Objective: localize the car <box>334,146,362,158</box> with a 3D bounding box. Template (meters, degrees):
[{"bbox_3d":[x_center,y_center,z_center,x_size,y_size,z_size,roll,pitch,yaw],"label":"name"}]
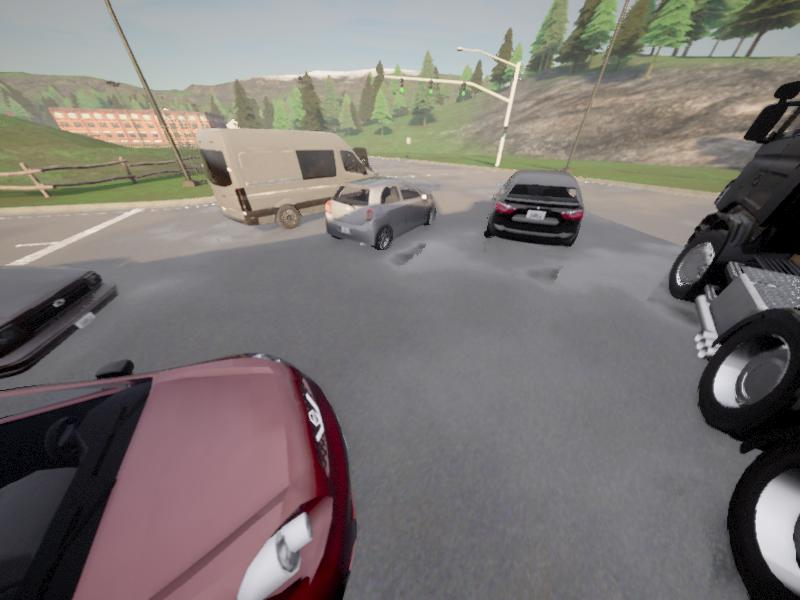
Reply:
[{"bbox_3d":[-8.723,-24.690,38.554,4.892,1.490,1.837,28,42,34],"label":"car"}]

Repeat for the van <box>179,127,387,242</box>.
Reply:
[{"bbox_3d":[-3.135,-4.366,8.149,1.988,2.561,5.915,23,41,29],"label":"van"}]

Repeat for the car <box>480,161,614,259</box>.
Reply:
[{"bbox_3d":[4.059,-3.122,7.153,2.242,1.667,4.611,13,37,18],"label":"car"}]

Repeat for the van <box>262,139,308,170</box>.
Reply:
[{"bbox_3d":[-11.935,-15.078,23.754,2.351,2.431,6.366,-22,40,-29],"label":"van"}]

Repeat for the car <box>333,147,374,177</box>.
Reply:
[{"bbox_3d":[-3.854,-11.447,19.002,1.905,1.878,3.866,-18,39,-25],"label":"car"}]

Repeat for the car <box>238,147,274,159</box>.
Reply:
[{"bbox_3d":[-23.200,-23.750,37.195,5.357,1.411,2.033,17,38,23],"label":"car"}]

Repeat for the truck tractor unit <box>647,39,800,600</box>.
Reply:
[{"bbox_3d":[4.697,-0.583,1.203,3.053,4.208,6.516,26,42,32],"label":"truck tractor unit"}]

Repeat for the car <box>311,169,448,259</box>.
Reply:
[{"bbox_3d":[-0.315,-2.723,6.670,1.845,1.501,3.633,21,40,27],"label":"car"}]

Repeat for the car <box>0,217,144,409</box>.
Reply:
[{"bbox_3d":[-6.726,0.437,2.163,5.357,1.411,2.033,-11,36,-16],"label":"car"}]

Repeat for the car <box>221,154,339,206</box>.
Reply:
[{"bbox_3d":[-5.508,-6.264,11.684,1.930,1.638,5.238,13,37,18],"label":"car"}]

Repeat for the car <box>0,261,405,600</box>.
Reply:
[{"bbox_3d":[-2.028,1.263,0.871,3.633,1.501,1.845,-17,38,-24],"label":"car"}]
